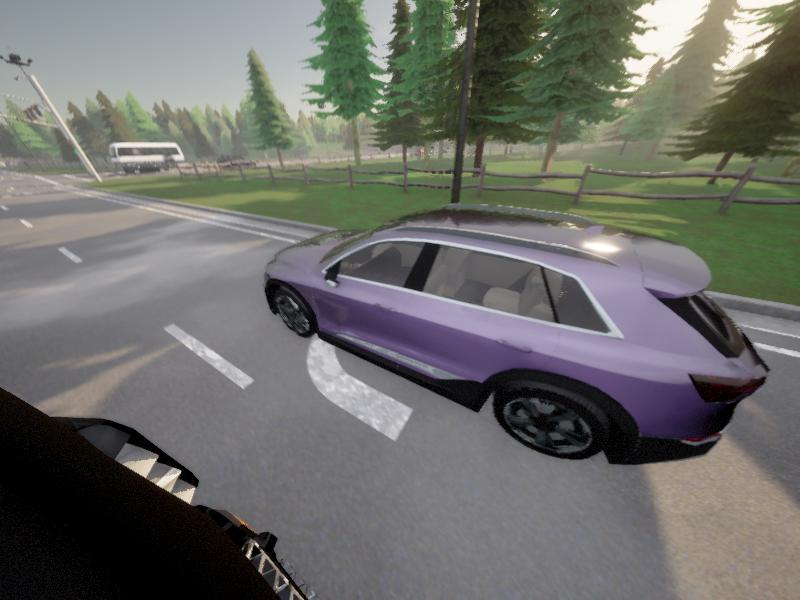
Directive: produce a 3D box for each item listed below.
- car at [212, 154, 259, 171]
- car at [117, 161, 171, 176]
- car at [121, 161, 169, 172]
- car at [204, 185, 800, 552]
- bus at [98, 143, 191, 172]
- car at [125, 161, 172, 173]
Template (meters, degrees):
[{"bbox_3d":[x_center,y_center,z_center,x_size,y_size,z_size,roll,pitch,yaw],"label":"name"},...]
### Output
[{"bbox_3d":[-26.493,-22.369,37.549,2.150,2.045,5.566,17,37,26],"label":"car"},{"bbox_3d":[-37.237,-19.289,33.803,1.837,1.490,4.892,16,37,25],"label":"car"},{"bbox_3d":[-45.431,-23.945,41.399,2.033,1.411,5.357,16,37,25],"label":"car"},{"bbox_3d":[0.364,-0.227,2.784,4.856,1.649,2.033,17,37,26],"label":"car"},{"bbox_3d":[-47.370,-27.001,43.555,3.944,4.253,10.273,16,37,25],"label":"bus"},{"bbox_3d":[-42.729,-22.770,39.386,1.837,1.490,4.892,16,37,25],"label":"car"}]
